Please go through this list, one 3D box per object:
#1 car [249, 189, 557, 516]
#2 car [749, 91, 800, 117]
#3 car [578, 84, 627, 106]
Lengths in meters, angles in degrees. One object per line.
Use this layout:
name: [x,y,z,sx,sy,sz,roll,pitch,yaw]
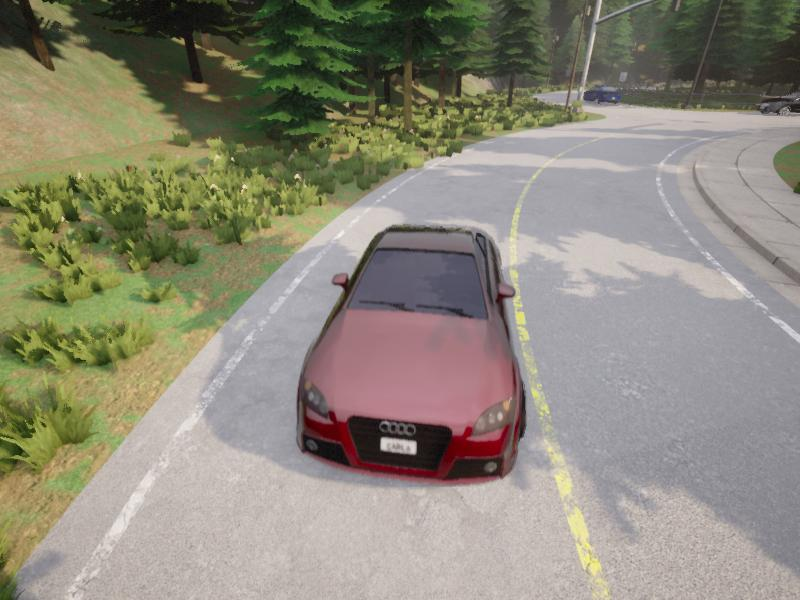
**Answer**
car: [0.275,-0.020,4.696,1.994,1.385,4.181,4,30,7]
car: [28.236,-13.861,28.246,4.902,1.511,2.128,1,30,2]
car: [18.889,-19.342,37.660,1.882,1.535,5.008,-2,30,-2]
